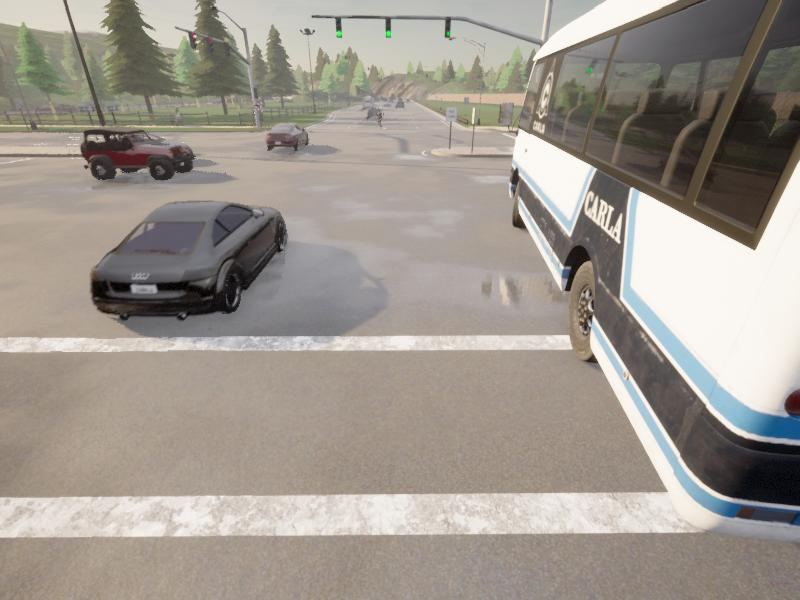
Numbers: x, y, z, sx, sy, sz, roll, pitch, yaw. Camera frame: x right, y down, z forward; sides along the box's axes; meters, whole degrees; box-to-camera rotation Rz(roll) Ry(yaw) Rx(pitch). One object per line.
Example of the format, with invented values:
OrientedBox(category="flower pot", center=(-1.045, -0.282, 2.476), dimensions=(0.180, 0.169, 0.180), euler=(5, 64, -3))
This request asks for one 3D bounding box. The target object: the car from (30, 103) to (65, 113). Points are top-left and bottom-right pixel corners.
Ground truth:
OrientedBox(category="car", center=(-68.067, -37.164, 77.468), dimensions=(2.152, 1.651, 5.027), euler=(0, 27, 0))

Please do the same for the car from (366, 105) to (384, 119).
OrientedBox(category="car", center=(-3.453, -26.634, 56.668), dimensions=(2.152, 1.651, 5.027), euler=(0, 27, 0))

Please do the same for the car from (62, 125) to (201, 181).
OrientedBox(category="car", center=(-10.600, -5.937, 16.100), dimensions=(3.866, 1.878, 1.905), euler=(0, 27, 1))

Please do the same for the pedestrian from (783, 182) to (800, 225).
OrientedBox(category="pedestrian", center=(10.090, -2.695, 9.378), dimensions=(0.751, 1.860, 0.751), euler=(-1, 27, -3))

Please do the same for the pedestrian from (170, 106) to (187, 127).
OrientedBox(category="pedestrian", center=(-21.912, -18.179, 39.566), dimensions=(0.751, 1.860, 0.751), euler=(2, 27, 4))

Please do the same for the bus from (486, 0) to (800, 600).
OrientedBox(category="bus", center=(3.875, -2.102, 6.052), dimensions=(3.944, 4.253, 10.273), euler=(3, 27, 6))

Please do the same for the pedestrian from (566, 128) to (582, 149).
OrientedBox(category="pedestrian", center=(10.206, -9.484, 23.479), dimensions=(0.500, 1.100, 0.500), euler=(-6, 28, -11))

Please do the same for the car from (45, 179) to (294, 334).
OrientedBox(category="car", center=(-3.496, -1.096, 7.247), dimensions=(1.994, 1.385, 4.181), euler=(0, 27, 0))

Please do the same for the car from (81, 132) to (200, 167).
OrientedBox(category="car", center=(-12.395, -7.316, 19.353), dimensions=(4.181, 1.385, 1.994), euler=(0, 27, 1))

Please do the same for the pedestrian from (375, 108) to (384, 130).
OrientedBox(category="pedestrian", center=(-1.920, -17.387, 38.359), dimensions=(0.751, 1.860, 0.751), euler=(2, 27, 3))

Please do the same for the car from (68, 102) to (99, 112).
OrientedBox(category="car", center=(-61.068, -37.287, 77.372), dimensions=(2.033, 1.649, 4.856), euler=(0, 27, 0))

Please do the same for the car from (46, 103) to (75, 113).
OrientedBox(category="car", center=(-64.576, -36.556, 76.076), dimensions=(1.851, 1.617, 3.988), euler=(0, 27, 0))

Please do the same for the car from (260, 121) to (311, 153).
OrientedBox(category="car", center=(-6.980, -10.207, 24.896), dimensions=(1.812, 1.442, 4.674), euler=(0, 27, 0))

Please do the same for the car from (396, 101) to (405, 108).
OrientedBox(category="car", center=(0.086, -49.868, 101.977), dimensions=(2.242, 1.667, 4.611), euler=(0, 27, 0))

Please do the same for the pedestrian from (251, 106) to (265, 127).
OrientedBox(category="pedestrian", center=(-13.849, -17.885, 38.995), dimensions=(0.751, 1.860, 0.751), euler=(2, 27, 4))

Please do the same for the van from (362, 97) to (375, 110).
OrientedBox(category="van", center=(-6.922, -43.763, 89.110), dimensions=(2.351, 2.431, 6.366), euler=(0, 27, 0))
